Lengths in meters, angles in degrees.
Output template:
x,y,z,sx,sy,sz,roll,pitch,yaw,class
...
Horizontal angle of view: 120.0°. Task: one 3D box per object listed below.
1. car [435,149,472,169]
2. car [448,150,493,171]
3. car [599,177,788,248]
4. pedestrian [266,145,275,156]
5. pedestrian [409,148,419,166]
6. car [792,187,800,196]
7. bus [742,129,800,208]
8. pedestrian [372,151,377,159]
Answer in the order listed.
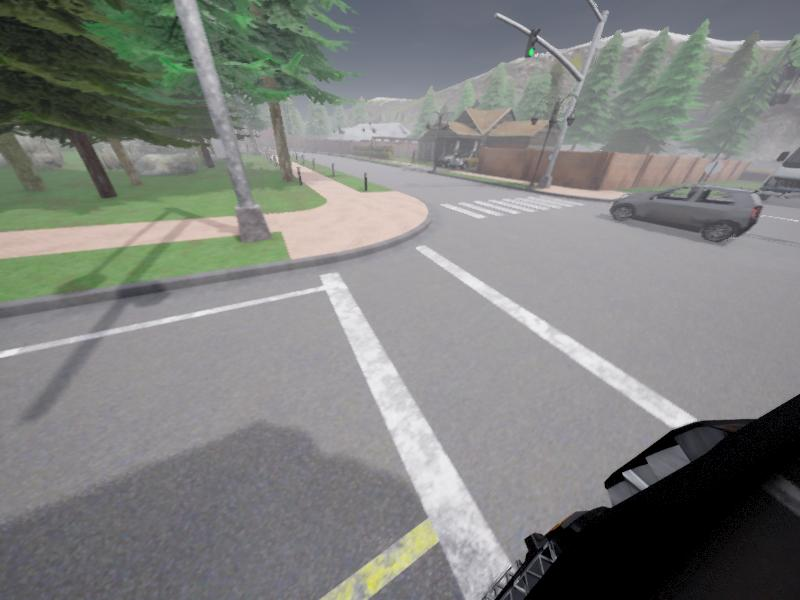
x,y,z,sx,sy,sz,roll,pitch,yaw,class
6.478,-17.194,28.199,3.866,1.878,1.905,-16,38,-25,car
8.053,-16.031,26.573,4.605,1.855,1.932,-16,38,-25,car
9.949,-3.323,8.252,1.845,1.501,3.633,-16,38,-26,car
-18.491,-21.378,33.024,0.751,1.300,0.751,-16,38,-25,pedestrian
1.680,-17.205,27.799,0.751,1.860,0.751,-18,39,-28,pedestrian
36.966,-9.797,20.018,4.902,1.511,2.128,-15,38,-24,car
29.124,-8.785,15.442,10.273,4.253,3.944,-15,38,-24,bus
-4.066,-23.183,37.005,0.500,1.100,0.500,-21,41,-32,pedestrian
